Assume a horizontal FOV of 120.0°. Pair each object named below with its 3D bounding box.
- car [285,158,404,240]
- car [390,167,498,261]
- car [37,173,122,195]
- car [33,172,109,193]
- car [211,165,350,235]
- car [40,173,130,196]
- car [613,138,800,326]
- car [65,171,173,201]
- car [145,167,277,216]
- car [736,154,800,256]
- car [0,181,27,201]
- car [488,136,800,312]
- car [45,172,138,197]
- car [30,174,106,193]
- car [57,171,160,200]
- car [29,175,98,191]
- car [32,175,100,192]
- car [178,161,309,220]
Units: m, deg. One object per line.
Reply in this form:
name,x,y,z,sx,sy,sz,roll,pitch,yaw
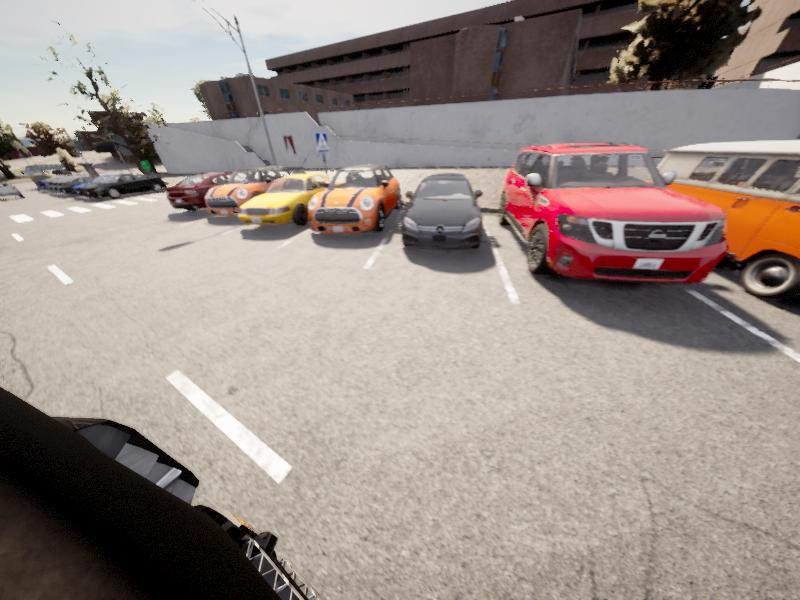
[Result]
car,-1.347,-3.677,7.894,2.185,1.767,4.553,4,34,10
car,1.228,-2.793,6.659,2.002,1.452,4.674,4,34,10
car,-34.617,-12.703,25.219,2.231,1.521,4.892,4,33,12
car,-39.584,-14.296,28.006,2.185,1.767,4.553,5,33,13
car,-3.948,-4.183,9.086,1.946,1.575,5.366,4,34,10
car,-32.105,-11.988,23.834,2.231,1.521,4.892,4,33,12
car,6.350,-1.472,3.822,1.878,1.987,4.442,4,34,9
car,-21.924,-9.227,18.470,2.097,1.535,5.008,3,33,10
car,-9.074,-5.716,11.858,2.097,1.535,5.008,3,33,10
car,8.944,-0.826,2.633,2.435,2.045,5.566,4,34,10
car,-39.871,-11.015,23.235,3.633,1.501,1.845,16,38,29
car,3.792,-2.281,5.174,2.435,2.045,5.566,4,34,9
car,-29.577,-11.284,22.467,2.231,1.521,4.892,3,33,11
car,-42.054,-14.922,29.486,2.097,1.535,5.008,5,33,14
car,-24.482,-9.913,19.798,2.097,1.535,5.008,3,33,10
car,-46.941,-16.461,32.430,2.231,1.521,4.892,5,33,15
car,-44.494,-15.655,30.974,2.002,1.452,4.674,5,33,14
car,-6.493,-5.126,10.509,2.185,1.767,4.553,4,33,10
